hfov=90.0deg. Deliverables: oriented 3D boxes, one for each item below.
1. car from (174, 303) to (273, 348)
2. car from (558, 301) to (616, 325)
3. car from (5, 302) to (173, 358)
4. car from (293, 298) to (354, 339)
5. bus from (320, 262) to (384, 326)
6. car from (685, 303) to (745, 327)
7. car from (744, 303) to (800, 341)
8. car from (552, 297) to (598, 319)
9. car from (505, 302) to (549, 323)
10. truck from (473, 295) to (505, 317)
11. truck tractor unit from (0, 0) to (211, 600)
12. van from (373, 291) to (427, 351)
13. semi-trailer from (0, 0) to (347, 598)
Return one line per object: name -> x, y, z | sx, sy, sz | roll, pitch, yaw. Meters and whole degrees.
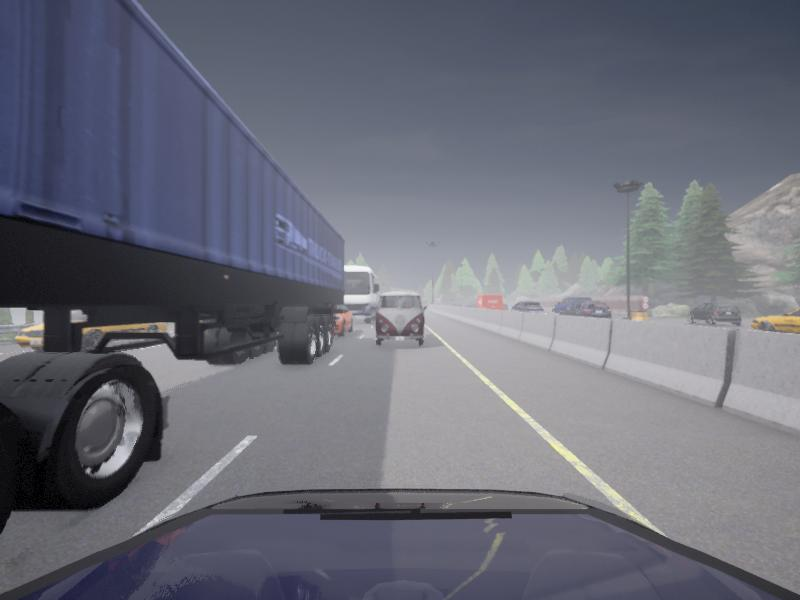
car -> -7.006, 0.916, 16.540 | 1.882, 1.535, 5.008 | 0, 0, 0
car -> 13.965, 0.924, 30.234 | 2.242, 1.667, 4.611 | 0, 0, 0
car -> -10.504, 0.881, 14.220 | 1.801, 1.575, 5.366 | 0, 0, 0
car -> -3.509, 0.802, 19.247 | 2.097, 1.767, 4.553 | 0, 0, 0
bus -> -3.417, -0.359, 31.905 | 3.944, 4.253, 10.273 | 0, 0, 0
car -> 21.692, 0.970, 27.717 | 1.789, 1.549, 3.705 | 0, 0, 11
car -> 17.495, 0.895, 16.583 | 1.801, 1.575, 5.366 | 0, 0, 0
car -> 17.439, 0.790, 40.278 | 2.150, 2.045, 5.566 | 0, 0, 0
car -> 10.457, 0.960, 33.348 | 2.033, 1.649, 4.856 | 0, 0, 0
truck -> 10.417, 0.620, 47.434 | 2.627, 2.467, 5.204 | 0, 0, 0
truck tractor unit -> -3.504, -0.515, 0.894 | 3.053, 4.208, 6.516 | 0, -1, 0
van -> -0.004, 0.682, 15.417 | 1.775, 1.987, 4.442 | 0, 0, 0
semi-trailer -> -3.485, -0.567, 8.809 | 2.717, 4.402, 14.254 | 0, 0, 0
